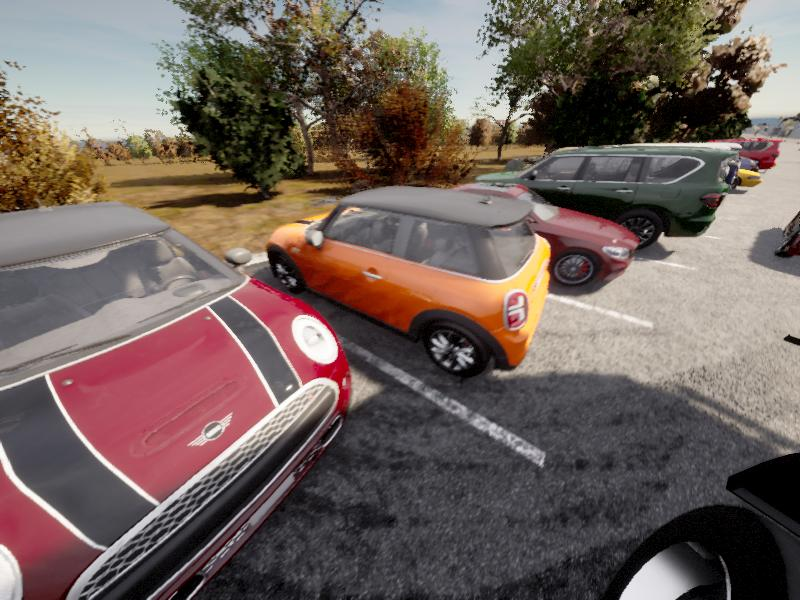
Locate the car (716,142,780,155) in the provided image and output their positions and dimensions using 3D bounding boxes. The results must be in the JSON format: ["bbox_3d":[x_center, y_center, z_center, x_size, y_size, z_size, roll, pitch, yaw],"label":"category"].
[{"bbox_3d":[50.214,-22.056,33.542,4.674,1.452,2.002,19,39,26],"label":"car"}]

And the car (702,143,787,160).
[{"bbox_3d":[38.550,-16.783,26.132,4.792,1.488,2.163,20,39,27],"label":"car"}]

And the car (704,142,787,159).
[{"bbox_3d":[40.884,-17.850,27.578,5.008,1.535,2.097,20,40,27],"label":"car"}]

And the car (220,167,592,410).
[{"bbox_3d":[-0.197,-0.874,3.606,4.553,1.767,2.185,21,41,29],"label":"car"}]

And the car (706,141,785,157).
[{"bbox_3d":[45.409,-20.011,30.609,5.366,1.575,1.946,19,40,27],"label":"car"}]

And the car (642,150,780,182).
[{"bbox_3d":[19.304,-8.702,14.822,4.792,1.488,2.163,21,40,29],"label":"car"}]

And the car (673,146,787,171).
[{"bbox_3d":[26.562,-11.722,18.999,4.892,1.521,2.231,21,40,28],"label":"car"}]

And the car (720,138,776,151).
[{"bbox_3d":[59.394,-26.547,39.555,4.553,1.767,2.185,18,39,25],"label":"car"}]

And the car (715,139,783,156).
[{"bbox_3d":[47.919,-21.113,31.934,4.553,1.767,2.185,19,39,26],"label":"car"}]

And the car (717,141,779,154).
[{"bbox_3d":[52.518,-23.136,35.057,4.674,1.452,2.002,18,39,26],"label":"car"}]

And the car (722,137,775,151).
[{"bbox_3d":[61.727,-27.719,41.024,4.442,1.987,1.878,17,38,25],"label":"car"}]

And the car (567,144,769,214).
[{"bbox_3d":[9.625,-4.907,9.072,4.442,1.987,1.878,21,40,29],"label":"car"}]

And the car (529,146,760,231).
[{"bbox_3d":[7.189,-3.912,7.681,4.442,1.987,1.878,21,40,29],"label":"car"}]

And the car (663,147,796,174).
[{"bbox_3d":[24.294,-10.672,17.517,5.366,1.575,1.946,21,40,28],"label":"car"}]

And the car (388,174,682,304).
[{"bbox_3d":[2.220,-1.744,5.110,4.674,1.452,2.002,21,40,29],"label":"car"}]

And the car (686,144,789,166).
[{"bbox_3d":[31.379,-13.738,21.818,5.008,1.535,2.097,21,40,28],"label":"car"}]

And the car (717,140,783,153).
[{"bbox_3d":[54.972,-24.211,36.483,5.366,1.575,1.946,18,39,25],"label":"car"}]

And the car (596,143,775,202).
[{"bbox_3d":[12.063,-5.903,10.464,4.442,1.987,1.878,21,40,29],"label":"car"}]

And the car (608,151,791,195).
[{"bbox_3d":[14.559,-6.690,11.946,5.366,1.575,1.946,21,40,29],"label":"car"}]

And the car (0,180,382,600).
[{"bbox_3d":[-2.683,0.096,2.253,4.553,1.767,2.185,21,40,29],"label":"car"}]

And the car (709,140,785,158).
[{"bbox_3d":[43.204,-19.015,28.997,4.553,1.767,2.185,19,39,27],"label":"car"}]

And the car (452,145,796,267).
[{"bbox_3d":[4.629,-2.984,6.343,5.566,2.045,2.435,21,40,29],"label":"car"}]

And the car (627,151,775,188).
[{"bbox_3d":[16.816,-7.723,13.454,4.792,1.488,2.163,21,40,29],"label":"car"}]

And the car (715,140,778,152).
[{"bbox_3d":[56.935,-25.405,38.172,5.366,1.575,1.946,18,39,25],"label":"car"}]

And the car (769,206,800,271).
[{"bbox_3d":[10.194,-1.564,4.858,4.181,1.385,1.994,-22,41,-28],"label":"car"}]

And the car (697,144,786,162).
[{"bbox_3d":[36.119,-15.766,24.711,4.792,1.488,2.163,20,40,27],"label":"car"}]

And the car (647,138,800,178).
[{"bbox_3d":[21.684,-9.943,16.076,5.566,2.045,2.435,21,40,29],"label":"car"}]

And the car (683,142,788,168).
[{"bbox_3d":[28.994,-12.825,20.323,4.553,1.767,2.185,21,40,28],"label":"car"}]
